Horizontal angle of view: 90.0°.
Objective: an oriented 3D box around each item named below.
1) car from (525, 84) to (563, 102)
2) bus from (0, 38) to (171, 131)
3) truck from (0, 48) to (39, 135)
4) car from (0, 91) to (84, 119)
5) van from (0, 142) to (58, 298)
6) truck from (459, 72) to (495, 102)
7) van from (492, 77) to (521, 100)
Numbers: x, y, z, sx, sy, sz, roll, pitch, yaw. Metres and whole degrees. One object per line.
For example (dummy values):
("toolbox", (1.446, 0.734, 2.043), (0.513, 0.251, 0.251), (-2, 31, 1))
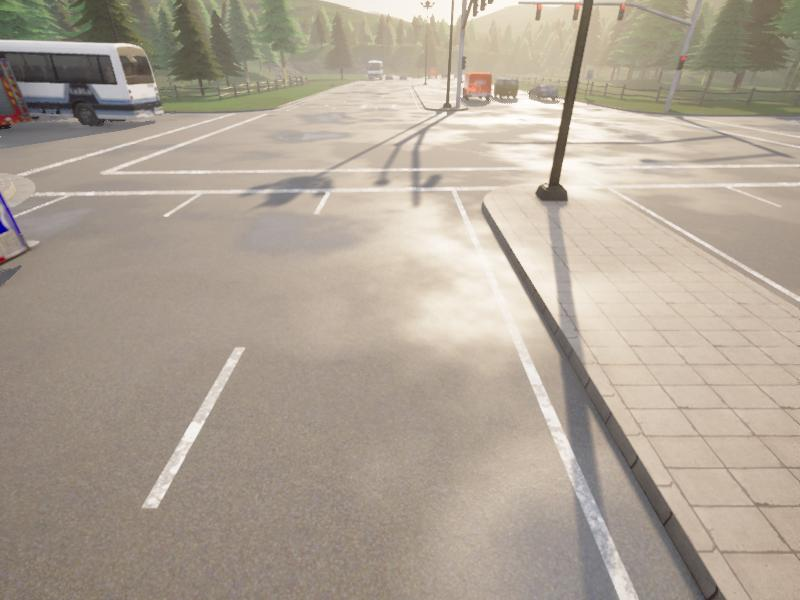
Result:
("car", (14.784, -21.509, 41.428), (2.033, 1.411, 5.357), (0, 30, 0))
("bus", (-19.992, -12.521, 23.236), (10.273, 4.253, 3.944), (2, 30, 0))
("truck", (-24.680, -10.686, 20.491), (8.468, 3.827, 2.891), (0, 30, 1))
("car", (-24.635, -13.223, 27.109), (4.514, 1.525, 2.007), (1, 30, 1))
("van", (-7.243, -0.078, 3.732), (2.351, 2.431, 6.366), (0, 30, 0))
("truck", (7.782, -21.928, 41.091), (2.627, 2.467, 5.204), (0, 31, 0))
("van", (11.282, -22.656, 42.805), (1.775, 1.987, 4.442), (0, 30, 0))
